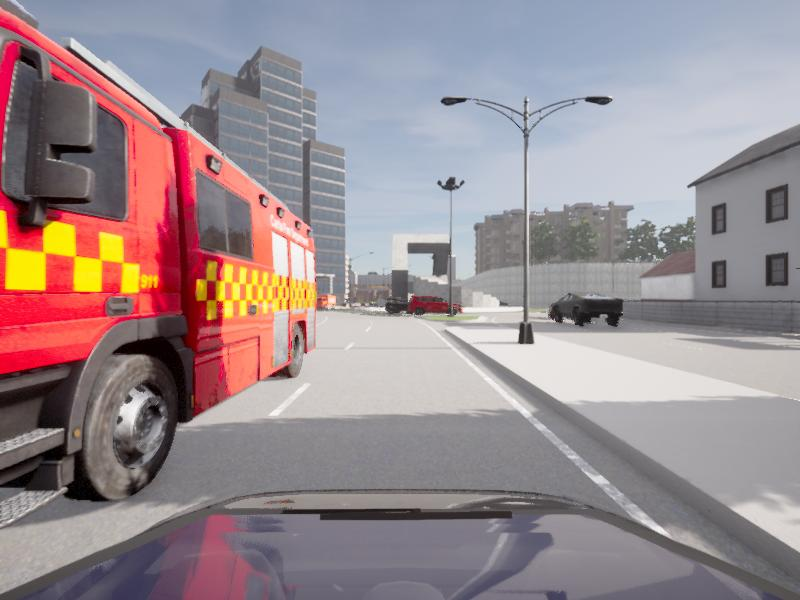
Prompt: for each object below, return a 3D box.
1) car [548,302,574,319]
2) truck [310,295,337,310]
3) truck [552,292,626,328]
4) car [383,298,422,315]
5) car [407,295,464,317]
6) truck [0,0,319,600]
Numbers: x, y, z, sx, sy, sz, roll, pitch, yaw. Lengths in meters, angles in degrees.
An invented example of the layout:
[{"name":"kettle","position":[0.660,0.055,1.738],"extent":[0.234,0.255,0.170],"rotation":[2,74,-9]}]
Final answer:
[{"name":"car","position":[14.375,0.889,35.907],"extent":[1.816,1.474,4.193],"rotation":[0,0,17]},{"name":"truck","position":[-12.943,0.420,68.136],"extent":[2.627,2.467,5.204],"rotation":[0,0,13]},{"name":"truck","position":[12.039,0.570,26.145],"extent":[2.390,2.098,6.274],"rotation":[0,0,5]},{"name":"car","position":[0.292,0.689,44.541],"extent":[3.866,1.878,1.905],"rotation":[0,0,20]},{"name":"car","position":[3.616,0.601,40.265],"extent":[5.566,2.045,2.150],"rotation":[1,0,8]},{"name":"truck","position":[-3.496,-0.310,5.879],"extent":[2.891,3.827,8.468],"rotation":[0,0,0]}]
